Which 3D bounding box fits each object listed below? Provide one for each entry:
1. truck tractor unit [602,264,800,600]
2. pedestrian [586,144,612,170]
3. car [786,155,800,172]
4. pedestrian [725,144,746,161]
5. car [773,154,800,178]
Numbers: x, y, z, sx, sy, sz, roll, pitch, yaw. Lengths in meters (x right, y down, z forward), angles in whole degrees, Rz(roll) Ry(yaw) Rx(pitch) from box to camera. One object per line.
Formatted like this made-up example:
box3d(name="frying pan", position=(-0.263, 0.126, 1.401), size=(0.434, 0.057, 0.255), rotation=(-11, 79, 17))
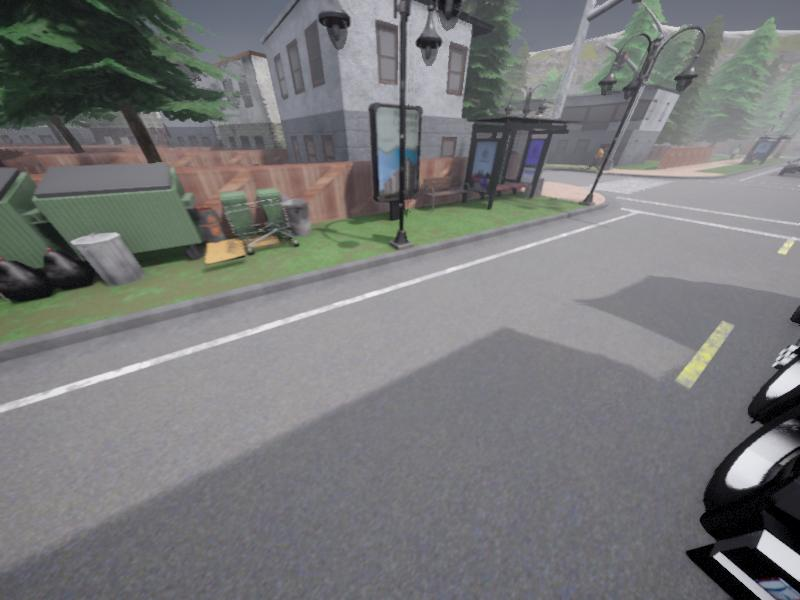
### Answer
box3d(name="truck tractor unit", position=(5.109, -0.303, 0.782), size=(6.516, 4.208, 3.053), rotation=(-18, 39, -24))
box3d(name="pedestrian", position=(16.744, -12.023, 19.456), size=(0.751, 1.860, 0.751), rotation=(-11, 36, -16))
box3d(name="car", position=(39.504, -13.168, 21.843), size=(5.027, 1.651, 2.152), rotation=(-19, 39, -25))
box3d(name="pedestrian", position=(44.367, -19.561, 30.553), size=(0.751, 1.860, 0.751), rotation=(-22, 41, -29))
box3d(name="car", position=(32.834, -10.813, 18.601), size=(5.357, 1.411, 2.033), rotation=(-19, 39, -25))
